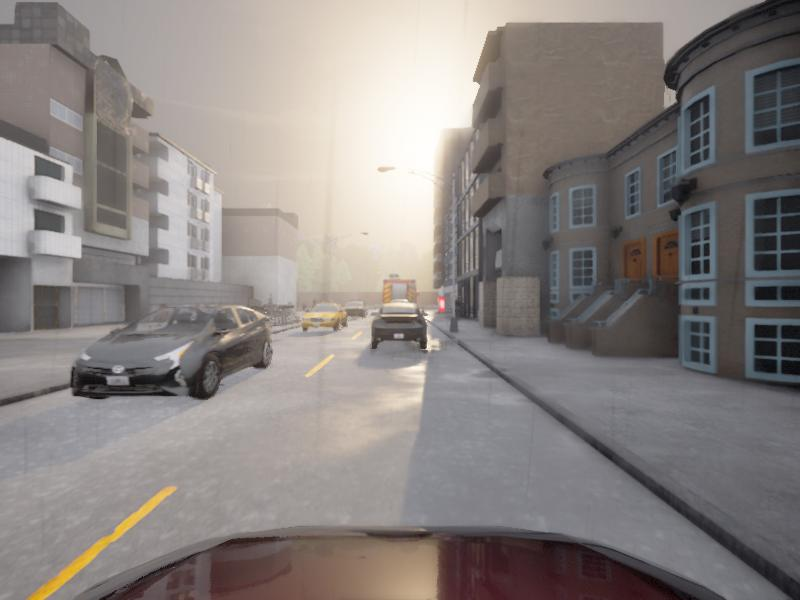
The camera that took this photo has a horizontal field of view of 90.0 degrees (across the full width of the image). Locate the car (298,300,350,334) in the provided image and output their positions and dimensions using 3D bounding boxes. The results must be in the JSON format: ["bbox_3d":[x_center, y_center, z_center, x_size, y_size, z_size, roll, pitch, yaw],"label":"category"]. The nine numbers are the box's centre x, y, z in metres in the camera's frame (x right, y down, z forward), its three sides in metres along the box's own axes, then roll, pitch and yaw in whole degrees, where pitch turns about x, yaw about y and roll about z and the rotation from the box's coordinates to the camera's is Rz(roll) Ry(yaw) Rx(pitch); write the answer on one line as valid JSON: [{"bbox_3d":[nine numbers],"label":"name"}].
[{"bbox_3d":[-3.976,0.819,21.780,1.801,1.575,5.366,0,0,0],"label":"car"}]

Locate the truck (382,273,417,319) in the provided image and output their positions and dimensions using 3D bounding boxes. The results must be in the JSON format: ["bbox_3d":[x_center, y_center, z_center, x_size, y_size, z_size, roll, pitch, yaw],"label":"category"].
[{"bbox_3d":[-0.038,-0.293,37.395,2.891,3.827,8.468,0,0,0],"label":"truck"}]

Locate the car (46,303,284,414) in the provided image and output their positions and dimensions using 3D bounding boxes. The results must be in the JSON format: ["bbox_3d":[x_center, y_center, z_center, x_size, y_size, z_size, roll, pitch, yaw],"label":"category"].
[{"bbox_3d":[-3.961,0.835,7.873,2.007,1.525,4.514,0,0,0],"label":"car"}]

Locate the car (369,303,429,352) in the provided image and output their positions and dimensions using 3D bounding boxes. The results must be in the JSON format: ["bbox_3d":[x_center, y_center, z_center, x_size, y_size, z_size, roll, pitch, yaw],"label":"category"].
[{"bbox_3d":[-0.023,0.857,14.761,1.837,1.490,4.892,0,0,0],"label":"car"}]

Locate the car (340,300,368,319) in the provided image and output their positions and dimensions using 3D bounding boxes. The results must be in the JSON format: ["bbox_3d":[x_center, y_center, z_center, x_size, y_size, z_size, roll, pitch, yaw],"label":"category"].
[{"bbox_3d":[-4.016,0.800,35.753,1.930,1.638,5.238,0,0,0],"label":"car"}]

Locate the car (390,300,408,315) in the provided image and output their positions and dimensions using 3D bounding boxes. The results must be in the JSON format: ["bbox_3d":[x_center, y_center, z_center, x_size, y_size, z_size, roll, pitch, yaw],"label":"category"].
[{"bbox_3d":[-0.096,0.816,46.201,2.033,1.649,4.856,0,0,0],"label":"car"}]

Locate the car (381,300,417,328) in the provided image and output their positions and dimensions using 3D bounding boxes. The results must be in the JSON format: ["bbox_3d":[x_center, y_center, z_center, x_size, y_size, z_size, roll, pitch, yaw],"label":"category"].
[{"bbox_3d":[-0.041,0.802,26.066,2.152,1.651,5.027,0,0,0],"label":"car"}]

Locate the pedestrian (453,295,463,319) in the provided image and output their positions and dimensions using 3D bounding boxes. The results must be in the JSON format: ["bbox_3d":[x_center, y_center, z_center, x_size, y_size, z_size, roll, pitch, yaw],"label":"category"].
[{"bbox_3d":[4.722,0.560,32.428,0.751,1.860,0.751,0,0,3],"label":"pedestrian"}]
